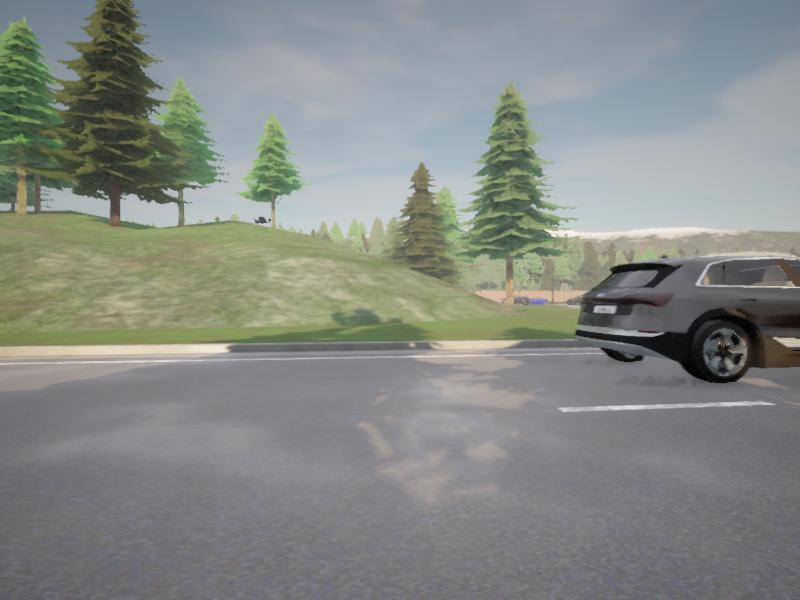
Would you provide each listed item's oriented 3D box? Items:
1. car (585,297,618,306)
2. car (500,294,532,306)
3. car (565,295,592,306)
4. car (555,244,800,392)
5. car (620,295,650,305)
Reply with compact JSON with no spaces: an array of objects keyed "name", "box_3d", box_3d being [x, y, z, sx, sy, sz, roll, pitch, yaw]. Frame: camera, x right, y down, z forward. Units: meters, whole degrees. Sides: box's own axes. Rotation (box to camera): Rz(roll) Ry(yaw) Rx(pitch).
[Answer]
[{"name":"car","box_3d":[31.739,0.276,63.017,4.181,1.385,1.994,0,0,-7]},{"name":"car","box_3d":[18.783,0.037,65.030,4.605,1.855,1.932,0,0,-7]},{"name":"car","box_3d":[31.203,0.027,70.003,3.866,1.878,1.905,0,0,-7]},{"name":"car","box_3d":[5.062,0.176,5.769,4.856,1.649,2.033,-1,0,-7]},{"name":"car","box_3d":[44.056,0.009,75.024,4.605,1.855,1.932,0,0,-7]}]
